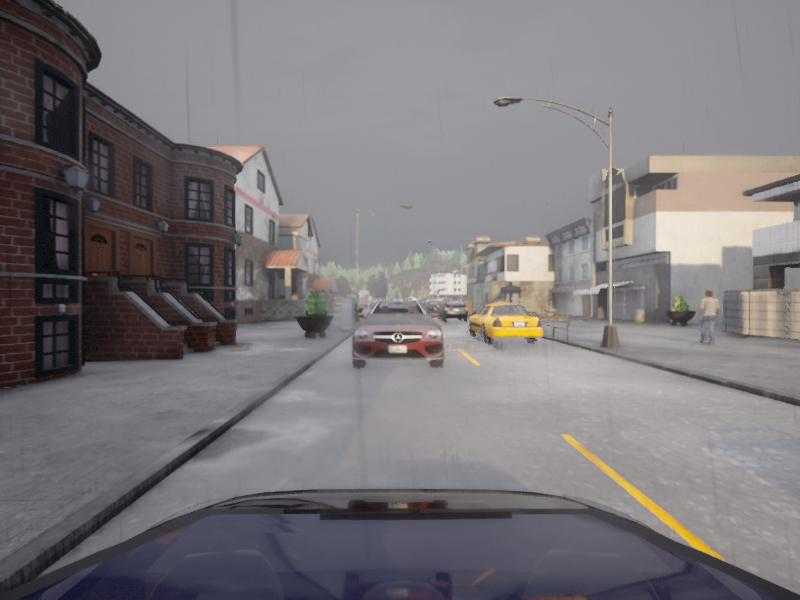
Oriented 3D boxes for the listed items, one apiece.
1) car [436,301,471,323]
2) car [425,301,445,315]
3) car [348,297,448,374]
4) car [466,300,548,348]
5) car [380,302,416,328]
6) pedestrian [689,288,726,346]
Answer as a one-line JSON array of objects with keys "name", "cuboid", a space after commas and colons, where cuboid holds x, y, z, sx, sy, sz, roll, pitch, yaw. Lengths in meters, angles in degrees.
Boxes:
[{"name": "car", "cuboid": [3.870, 0.806, 29.584, 2.007, 1.525, 4.514, 0, 0, 0]}, {"name": "car", "cuboid": [3.808, 0.837, 44.545, 1.812, 1.442, 4.674, 0, 0, 0]}, {"name": "car", "cuboid": [-0.052, 0.773, 11.132, 2.152, 1.651, 5.027, 0, 0, 0]}, {"name": "car", "cuboid": [3.929, 0.788, 15.735, 1.801, 1.575, 5.366, 0, 0, 0]}, {"name": "car", "cuboid": [-0.113, 0.876, 25.230, 2.033, 1.411, 5.357, 0, 0, 0]}, {"name": "pedestrian", "cuboid": [10.210, 0.537, 13.298, 0.751, 1.860, 0.751, 0, 0, 17]}]
